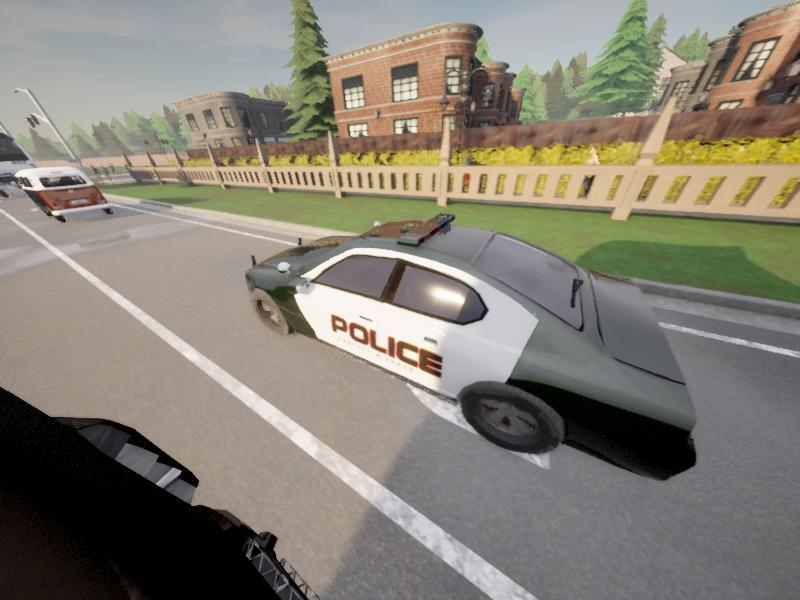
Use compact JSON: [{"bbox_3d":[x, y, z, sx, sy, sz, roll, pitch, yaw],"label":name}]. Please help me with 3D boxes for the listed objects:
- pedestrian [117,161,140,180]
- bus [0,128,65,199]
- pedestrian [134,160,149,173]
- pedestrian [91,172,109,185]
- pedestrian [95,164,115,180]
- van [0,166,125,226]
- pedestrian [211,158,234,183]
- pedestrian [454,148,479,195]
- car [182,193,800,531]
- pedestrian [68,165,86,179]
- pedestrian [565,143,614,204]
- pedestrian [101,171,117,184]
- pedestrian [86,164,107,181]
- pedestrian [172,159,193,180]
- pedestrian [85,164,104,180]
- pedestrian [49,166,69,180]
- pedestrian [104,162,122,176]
[{"bbox_3d":[-32.781,-15.664,27.944,0.751,1.860,0.751,0,34,4],"label":"pedestrian"},{"bbox_3d":[-33.364,-11.063,19.152,10.273,4.253,3.944,16,38,29],"label":"bus"},{"bbox_3d":[-44.251,-22.846,39.608,0.751,1.860,0.751,12,36,21],"label":"pedestrian"},{"bbox_3d":[-30.694,-12.456,23.636,0.500,1.100,0.500,5,34,12],"label":"pedestrian"},{"bbox_3d":[-39.472,-17.169,30.968,0.751,1.860,0.751,16,38,26],"label":"pedestrian"},{"bbox_3d":[-15.693,-4.991,10.762,4.480,2.038,2.069,16,38,26],"label":"van"},{"bbox_3d":[-15.393,-11.285,20.109,0.751,1.860,0.751,18,39,28],"label":"pedestrian"},{"bbox_3d":[3.099,-5.978,10.793,0.751,1.860,0.751,16,38,25],"label":"pedestrian"},{"bbox_3d":[-0.023,-0.226,2.933,4.974,1.542,2.038,16,38,26],"label":"car"},{"bbox_3d":[-49.824,-19.795,35.670,0.751,1.860,0.751,19,39,30],"label":"pedestrian"},{"bbox_3d":[6.853,-4.612,8.465,0.751,1.860,0.751,13,37,23],"label":"pedestrian"},{"bbox_3d":[-30.320,-12.758,24.066,0.500,1.100,0.500,11,36,19],"label":"pedestrian"},{"bbox_3d":[-40.043,-16.808,30.457,0.751,1.860,0.751,15,37,25],"label":"pedestrian"},{"bbox_3d":[-22.547,-13.519,23.987,0.751,1.860,0.751,17,38,27],"label":"pedestrian"},{"bbox_3d":[-41.877,-17.540,31.692,0.751,1.860,0.751,21,40,31],"label":"pedestrian"},{"bbox_3d":[-50.940,-18.960,34.471,0.751,1.860,0.751,14,37,23],"label":"pedestrian"},{"bbox_3d":[-43.947,-20.051,35.358,0.751,1.860,0.751,13,36,22],"label":"pedestrian"}]
